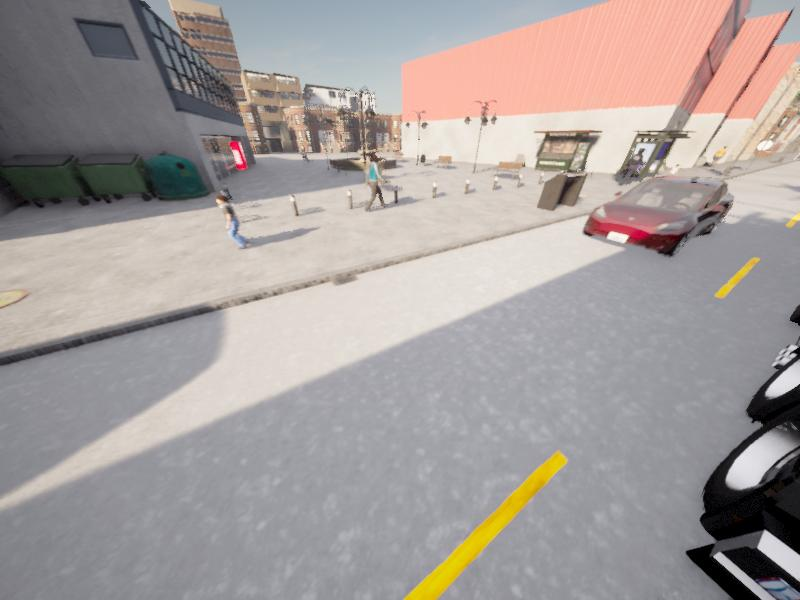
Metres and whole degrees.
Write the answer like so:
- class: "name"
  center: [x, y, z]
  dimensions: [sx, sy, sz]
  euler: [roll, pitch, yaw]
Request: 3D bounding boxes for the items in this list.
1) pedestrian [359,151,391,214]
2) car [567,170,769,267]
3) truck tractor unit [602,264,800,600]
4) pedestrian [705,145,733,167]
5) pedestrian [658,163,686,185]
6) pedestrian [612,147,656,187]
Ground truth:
- class: "pedestrian"
  center: [-0.854, -4.110, 8.127]
  dimensions: [0.751, 1.860, 0.751]
  euler: [-18, 39, -24]
- class: "car"
  center: [7.398, -2.556, 6.448]
  dimensions: [4.792, 1.488, 2.163]
  euler: [-19, 39, -25]
- class: "truck tractor unit"
  center: [5.109, -0.303, 0.782]
  dimensions: [6.516, 4.208, 3.053]
  euler: [-18, 39, -24]
- class: "pedestrian"
  center: [32.126, -14.494, 23.270]
  dimensions: [0.751, 1.860, 0.751]
  euler: [-19, 39, -25]
- class: "pedestrian"
  center: [16.217, -7.536, 13.793]
  dimensions: [0.500, 1.100, 0.500]
  euler: [14, 37, 18]
- class: "pedestrian"
  center: [12.960, -7.354, 12.837]
  dimensions: [0.751, 1.860, 0.751]
  euler: [-9, 36, -13]
